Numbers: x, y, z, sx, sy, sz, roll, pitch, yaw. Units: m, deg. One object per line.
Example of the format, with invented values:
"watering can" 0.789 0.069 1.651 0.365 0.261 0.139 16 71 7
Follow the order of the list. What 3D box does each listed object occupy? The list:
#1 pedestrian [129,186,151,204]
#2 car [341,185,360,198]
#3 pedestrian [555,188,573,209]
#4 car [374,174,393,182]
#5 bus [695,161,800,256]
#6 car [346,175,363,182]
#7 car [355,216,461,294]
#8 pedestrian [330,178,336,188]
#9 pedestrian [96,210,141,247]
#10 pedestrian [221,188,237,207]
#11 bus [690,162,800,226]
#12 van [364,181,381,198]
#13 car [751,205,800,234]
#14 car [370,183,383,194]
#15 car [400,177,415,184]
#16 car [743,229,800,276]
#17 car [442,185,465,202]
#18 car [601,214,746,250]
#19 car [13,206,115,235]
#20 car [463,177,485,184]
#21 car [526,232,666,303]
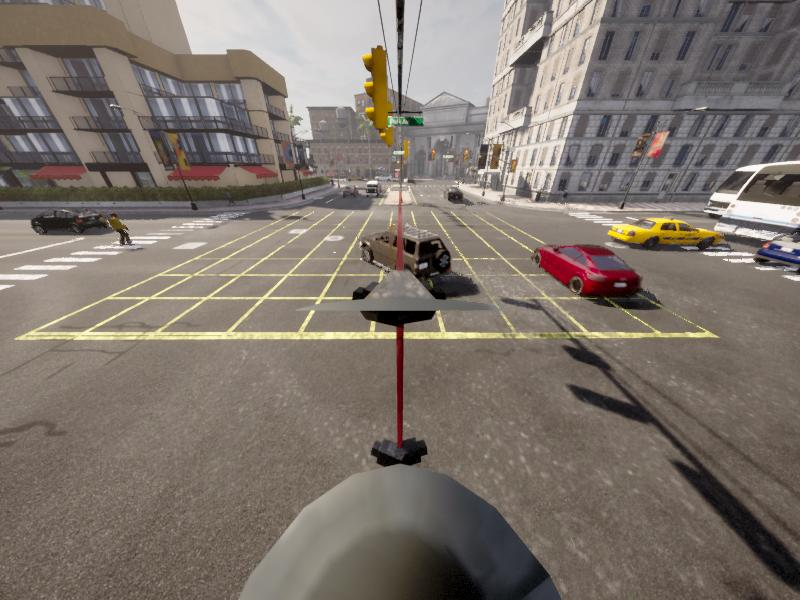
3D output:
"pedestrian" -30.475 -12.316 27.124 0.751 1.860 0.751 -1 30 -2
"car" -7.682 -17.137 36.245 1.812 1.442 4.674 0 30 0
"pedestrian" 17.189 -10.637 24.216 0.751 1.860 0.751 -1 30 -1
"car" -4.912 -36.713 69.555 5.566 2.045 2.150 0 30 1
"bus" 24.817 -5.130 12.639 10.273 4.253 3.944 0 30 0
"car" -13.605 -36.687 69.674 4.605 1.855 1.932 1 30 1
"car" 0.064 -2.229 9.989 1.932 1.855 4.605 -20 36 -31
"pedestrian" -13.916 -24.235 47.768 0.751 1.860 0.751 3 30 6
"pedestrian" -15.890 -4.041 13.095 0.751 1.860 0.751 11 32 18
"pedestrian" -18.557 -11.182 25.160 0.751 1.860 0.751 -12 32 -19
"bus" 31.816 -8.515 18.502 10.273 4.253 3.944 0 30 0
"van" -4.179 -17.084 35.556 2.069 2.038 4.480 0 30 0
"car" 28.522 -5.679 16.236 3.988 1.617 1.851 0 30 0
"car" -4.167 -20.061 41.308 1.812 1.442 4.674 0 30 0
"car" 2.057 -33.226 64.017 2.038 1.542 4.974 -14 33 -23
"car" 18.655 -2.142 10.161 3.705 1.549 1.789 0 30 0
"car" 7.302 -14.704 31.833 1.930 1.638 5.238 0 30 0
"car" 15.311 -3.961 13.285 5.366 1.575 1.801 2 30 3
"car" -23.212 -5.582 16.121 3.705 1.549 1.789 0 30 0
"car" 20.191 -32.876 63.324 5.027 1.651 2.152 -3 30 -5
"car" 7.232 -1.530 9.287 1.994 1.385 4.181 0 30 0
